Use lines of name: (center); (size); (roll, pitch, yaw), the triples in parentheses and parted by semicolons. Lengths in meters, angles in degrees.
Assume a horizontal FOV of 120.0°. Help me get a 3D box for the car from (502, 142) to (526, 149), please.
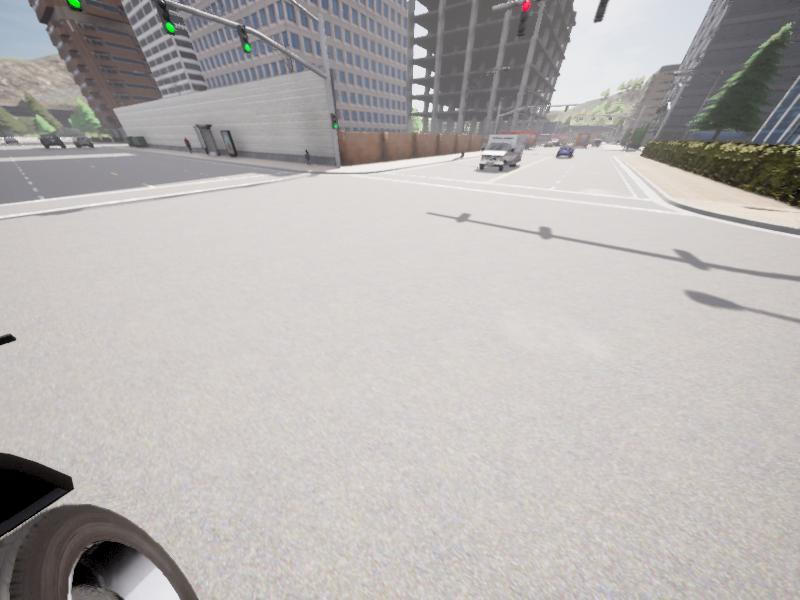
car: (27.889, -37.815, 56.502); (4.718, 1.301, 1.895); (22, 41, 27)

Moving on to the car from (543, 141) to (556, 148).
car: (40.669, -42.138, 62.679); (2.033, 1.411, 5.357); (22, 41, 28)

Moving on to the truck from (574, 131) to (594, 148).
truck: (51.559, -45.005, 64.770); (2.891, 3.827, 8.468); (22, 41, 28)

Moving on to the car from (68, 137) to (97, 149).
car: (-58.341, -28.929, 42.442); (4.856, 1.649, 2.033); (22, 41, 28)

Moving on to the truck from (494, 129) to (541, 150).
truck: (26.701, -36.876, 52.978); (8.468, 3.827, 2.891); (22, 41, 27)

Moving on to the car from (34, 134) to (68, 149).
car: (-60.406, -27.472, 40.011); (5.566, 2.045, 2.150); (22, 41, 28)

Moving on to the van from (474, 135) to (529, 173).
van: (8.991, -12.890, 20.132); (2.351, 2.431, 6.366); (22, 41, 28)

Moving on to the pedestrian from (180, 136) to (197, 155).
pedestrian: (-25.655, -18.740, 28.012); (0.751, 1.860, 0.751); (25, 42, 30)

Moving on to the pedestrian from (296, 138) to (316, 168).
pedestrian: (-7.100, -11.168, 17.579); (0.751, 1.860, 0.751); (21, 40, 26)

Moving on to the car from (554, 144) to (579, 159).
car: (23.186, -20.687, 32.094); (2.007, 1.525, 4.514); (23, 41, 29)
